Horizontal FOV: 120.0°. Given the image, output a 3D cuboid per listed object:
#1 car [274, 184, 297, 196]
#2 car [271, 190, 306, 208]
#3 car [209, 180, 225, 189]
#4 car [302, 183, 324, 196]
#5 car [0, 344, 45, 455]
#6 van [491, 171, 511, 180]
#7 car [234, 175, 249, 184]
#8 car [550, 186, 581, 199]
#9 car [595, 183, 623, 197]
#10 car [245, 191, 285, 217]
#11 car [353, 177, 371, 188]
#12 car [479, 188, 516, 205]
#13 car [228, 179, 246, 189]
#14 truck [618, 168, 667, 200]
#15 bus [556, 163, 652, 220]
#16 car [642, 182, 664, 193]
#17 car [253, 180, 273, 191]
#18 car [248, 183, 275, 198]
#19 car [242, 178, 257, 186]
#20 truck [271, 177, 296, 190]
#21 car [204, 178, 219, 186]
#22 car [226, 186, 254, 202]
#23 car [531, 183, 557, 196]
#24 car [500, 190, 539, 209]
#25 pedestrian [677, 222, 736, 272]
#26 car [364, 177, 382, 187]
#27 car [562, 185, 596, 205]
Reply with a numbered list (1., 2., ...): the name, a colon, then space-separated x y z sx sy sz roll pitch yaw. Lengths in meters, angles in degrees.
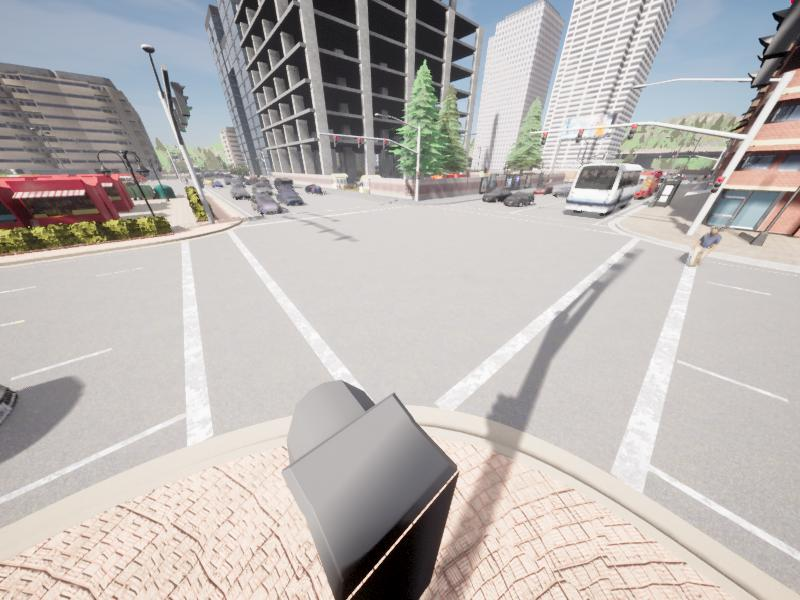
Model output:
1. car: -18.724 -18.018 37.734 1.994 1.385 4.181 -23 37 -34
2. car: -13.316 -12.140 27.528 2.033 1.411 5.357 -23 37 -34
3. car: -38.458 -24.282 48.467 1.816 1.474 4.193 -23 37 -34
4. car: -14.201 -18.140 37.760 1.789 1.549 3.705 -23 37 -34
5. car: -8.635 2.223 2.482 4.611 1.667 2.242 -22 37 -34
6. van: 35.183 -43.557 80.866 1.988 2.561 5.915 -22 37 -34
7. car: -42.266 -32.205 61.555 1.932 1.855 4.605 -23 37 -34
8. car: 25.068 -16.331 34.883 5.357 1.411 2.033 -23 37 -34
9. car: 33.547 -17.652 37.038 5.366 1.575 1.801 -23 37 -34
10. car: -13.359 -9.560 22.819 2.033 1.649 4.856 -23 38 -34
11. car: -8.128 -24.929 48.916 1.905 1.878 3.866 -23 37 -34
12. car: 12.611 -13.456 29.776 5.008 1.535 1.882 -23 37 -34
13. car: -34.869 -24.917 49.461 2.038 1.542 4.974 -23 37 -34
14. truck: 36.172 -17.457 34.410 8.468 3.827 2.891 -23 37 -34
15. bus: 20.487 -11.164 23.082 10.273 4.253 3.944 -23 37 -34
16. car: 46.524 -20.757 42.512 4.674 1.442 1.812 -23 37 -34
17. car: -28.000 -23.478 47.194 2.152 1.651 5.027 -23 37 -34
18. car: -21.482 -17.069 35.788 2.242 1.667 4.611 -23 37 -34
19. car: -36.281 -28.393 55.617 2.007 1.525 4.514 -23 37 -34
20. truck: -24.096 -24.203 47.712 2.390 2.098 6.274 -23 37 -34
21. car: -45.092 -28.209 55.218 1.882 1.535 5.008 -23 37 -34
22. car: -21.991 -14.583 31.673 2.163 1.488 4.792 -23 37 -34
23. car: 23.532 -18.023 37.692 3.988 1.617 1.851 -23 37 -34
24. car: 13.912 -11.698 26.769 4.892 1.490 1.837 -23 37 -34
25. pedestrian: 13.131 -2.282 9.938 0.751 1.860 0.751 -17 34 -27
26. car: -5.875 -25.875 50.553 1.905 1.878 3.866 -23 37 -34
27. car: 22.467 -13.159 28.928 3.866 1.878 1.905 -23 37 -34
